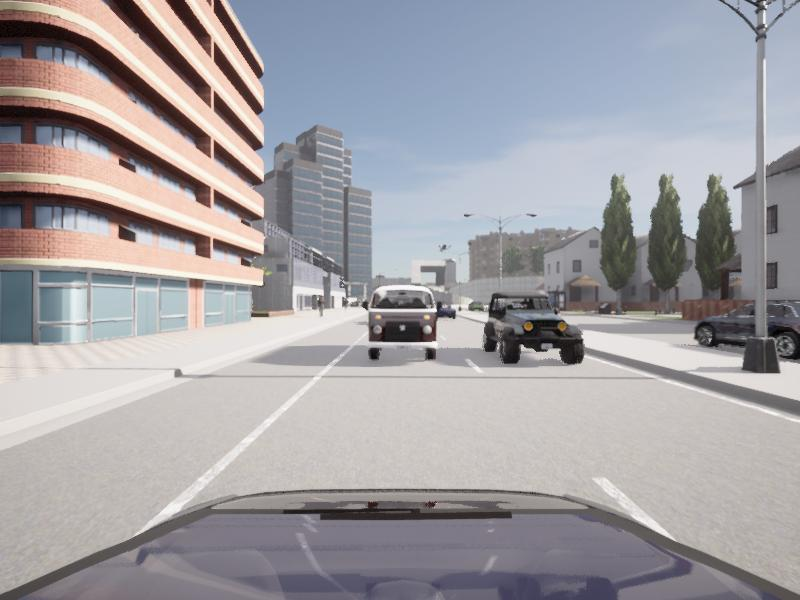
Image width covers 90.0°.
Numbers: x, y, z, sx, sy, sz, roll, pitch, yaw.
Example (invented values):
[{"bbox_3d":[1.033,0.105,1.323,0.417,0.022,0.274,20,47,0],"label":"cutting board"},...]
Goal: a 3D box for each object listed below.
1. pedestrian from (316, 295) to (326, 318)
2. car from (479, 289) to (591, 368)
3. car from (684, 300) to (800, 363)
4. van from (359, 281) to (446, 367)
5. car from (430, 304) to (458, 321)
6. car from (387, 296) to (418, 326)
[{"bbox_3d":[-6.610,0.551,33.516,0.751,1.860,0.751,0,0,-15],"label":"pedestrian"},{"bbox_3d":[3.567,0.683,11.406,1.905,1.878,3.866,0,0,0],"label":"car"},{"bbox_3d":[11.572,0.833,12.432,2.033,1.649,4.856,0,0,0],"label":"car"},{"bbox_3d":[0.071,0.608,11.816,2.069,2.038,4.480,0,-1,0],"label":"van"},{"bbox_3d":[3.688,1.032,34.381,1.895,1.301,4.718,0,0,0],"label":"car"},{"bbox_3d":[0.152,0.720,27.525,1.932,1.855,4.605,0,0,0],"label":"car"}]
